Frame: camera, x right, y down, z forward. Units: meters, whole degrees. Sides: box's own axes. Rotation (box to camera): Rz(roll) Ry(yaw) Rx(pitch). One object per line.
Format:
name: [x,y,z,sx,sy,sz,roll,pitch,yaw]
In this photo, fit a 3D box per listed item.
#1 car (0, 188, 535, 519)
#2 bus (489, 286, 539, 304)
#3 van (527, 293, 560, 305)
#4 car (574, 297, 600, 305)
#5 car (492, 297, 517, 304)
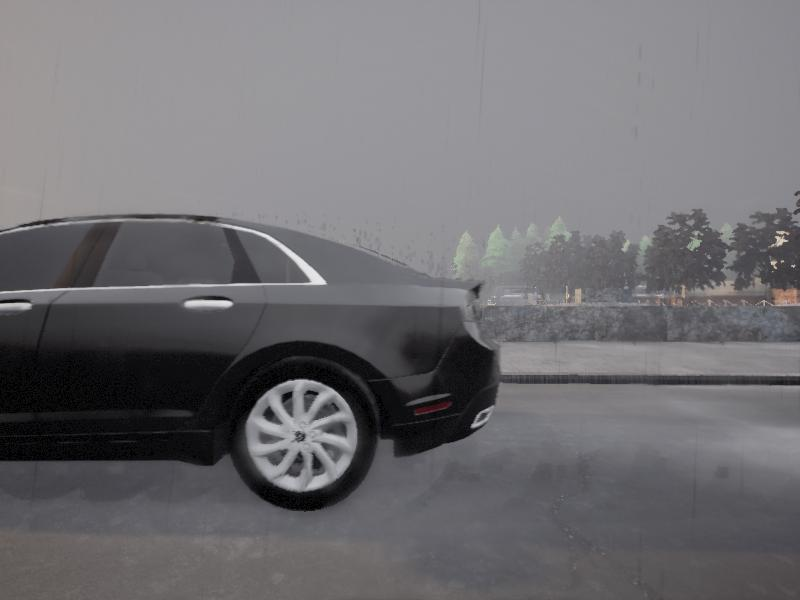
car: [-1.809,0.244,2.799,4.892,1.490,1.837,0,0,2]
bus: [26.176,-1.139,92.222,10.273,4.253,3.944,0,0,2]
van: [31.581,-0.227,88.162,6.366,2.431,2.351,0,0,2]
car: [40.992,0.168,87.855,4.856,1.649,2.033,0,0,2]
car: [23.045,0.196,88.443,4.974,1.542,2.038,0,0,2]
